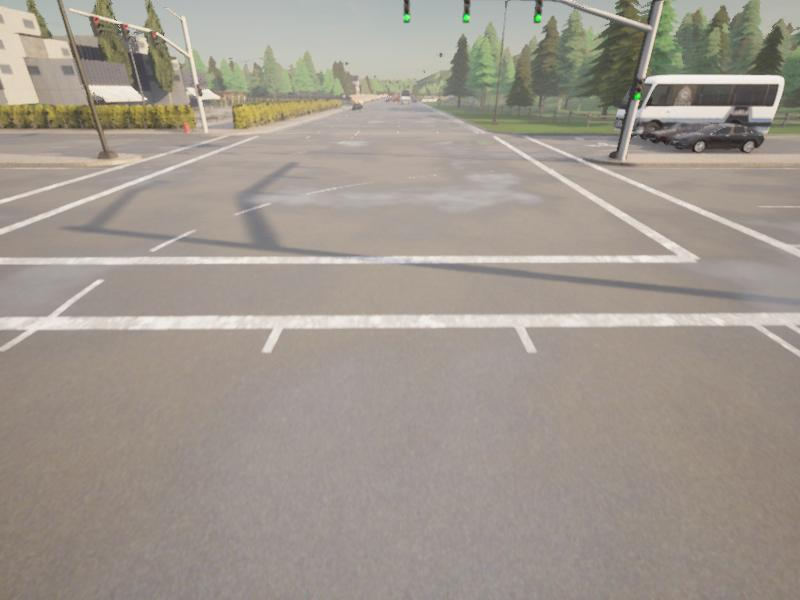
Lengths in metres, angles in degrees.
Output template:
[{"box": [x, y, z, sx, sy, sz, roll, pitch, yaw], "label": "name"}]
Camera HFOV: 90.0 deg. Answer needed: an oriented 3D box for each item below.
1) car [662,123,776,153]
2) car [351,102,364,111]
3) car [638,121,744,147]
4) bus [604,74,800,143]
[{"box": [18.724, -9.588, 23.666, 4.892, 1.490, 1.837, 0, 27, -1], "label": "car"}, {"box": [-8.748, -40.270, 83.144, 2.128, 1.511, 4.902, 0, 27, 0], "label": "car"}, {"box": [19.361, -11.150, 26.810, 5.357, 1.411, 2.033, 0, 27, -1], "label": "car"}, {"box": [21.396, -13.974, 29.184, 10.273, 4.253, 3.944, 0, 27, -1], "label": "bus"}]
